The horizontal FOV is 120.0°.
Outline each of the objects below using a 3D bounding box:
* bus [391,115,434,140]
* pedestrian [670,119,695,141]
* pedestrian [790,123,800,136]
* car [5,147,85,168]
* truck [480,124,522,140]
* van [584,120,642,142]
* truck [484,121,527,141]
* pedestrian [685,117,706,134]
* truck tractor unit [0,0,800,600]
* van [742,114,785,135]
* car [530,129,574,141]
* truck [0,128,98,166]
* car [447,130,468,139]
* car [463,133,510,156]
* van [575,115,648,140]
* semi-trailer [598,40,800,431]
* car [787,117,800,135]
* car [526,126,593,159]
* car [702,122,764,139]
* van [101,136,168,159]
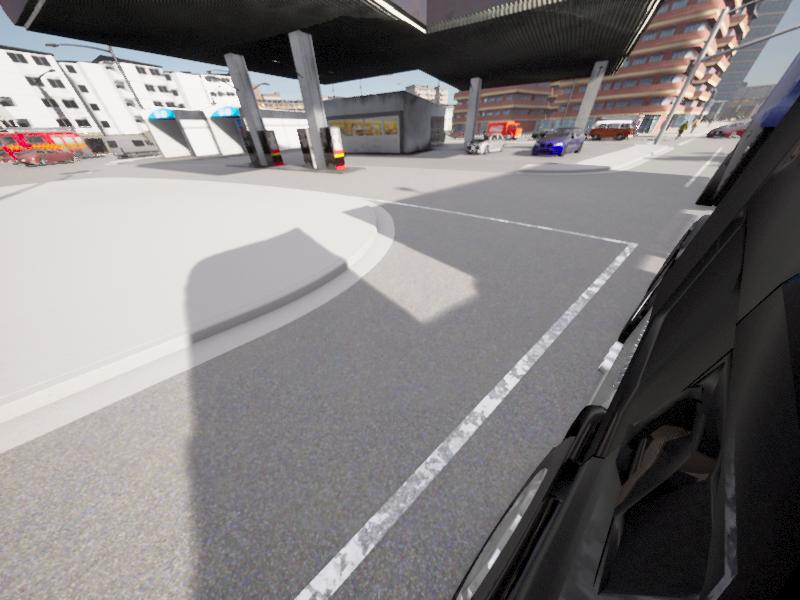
[{"bbox_3d":[2.742,-40.365,54.210,3.944,4.253,10.273,-29,43,-31],"label":"bus"},{"bbox_3d":[30.828,-18.554,25.250,0.751,1.860,0.751,-15,38,-16],"label":"pedestrian"},{"bbox_3d":[43.485,-18.763,24.818,0.751,1.860,0.751,-27,43,-29],"label":"pedestrian"},{"bbox_3d":[-42.881,-17.475,28.187,2.152,1.651,5.027,-3,37,0],"label":"car"},{"bbox_3d":[17.715,-29.731,40.870,2.390,2.098,6.274,-28,44,-31],"label":"truck"},{"bbox_3d":[26.187,-20.909,28.570,2.069,2.038,4.480,-29,44,-31],"label":"van"},{"bbox_3d":[16.888,-27.256,37.274,2.627,2.467,5.204,-28,44,-31],"label":"truck"},{"bbox_3d":[41.275,-24.400,32.272,0.751,1.860,0.751,1,37,4],"label":"pedestrian"},{"bbox_3d":[2.645,-0.295,0.351,6.516,4.208,3.053,-28,44,-30],"label":"truck tractor unit"},{"bbox_3d":[45.517,-22.076,29.051,4.480,2.038,2.069,-28,44,-30],"label":"van"},{"bbox_3d":[21.695,-23.625,33.102,1.895,1.301,4.718,-29,44,-31],"label":"car"},{"bbox_3d":[-49.569,-21.382,31.975,2.891,3.827,8.468,4,37,8],"label":"truck"},{"bbox_3d":[11.661,-33.524,46.791,1.845,1.501,3.633,-29,44,-31],"label":"car"},{"bbox_3d":[7.689,-13.937,20.610,3.806,1.475,1.970,-28,43,-30],"label":"car"},{"bbox_3d":[28.046,-23.034,31.000,2.351,2.431,6.366,-28,44,-30],"label":"van"},{"bbox_3d":[8.696,-3.590,4.253,14.254,4.402,2.717,-28,44,-30],"label":"semi-trailer"},{"bbox_3d":[47.724,-20.325,26.906,5.238,1.638,1.930,-28,44,-30],"label":"car"},{"bbox_3d":[11.961,-11.851,17.293,4.611,1.667,2.242,-28,43,-30],"label":"car"},{"bbox_3d":[37.577,-19.162,26.140,4.181,1.385,1.994,-9,37,-9],"label":"car"},{"bbox_3d":[-38.469,-22.450,33.860,1.988,2.561,5.915,5,37,10],"label":"van"}]
